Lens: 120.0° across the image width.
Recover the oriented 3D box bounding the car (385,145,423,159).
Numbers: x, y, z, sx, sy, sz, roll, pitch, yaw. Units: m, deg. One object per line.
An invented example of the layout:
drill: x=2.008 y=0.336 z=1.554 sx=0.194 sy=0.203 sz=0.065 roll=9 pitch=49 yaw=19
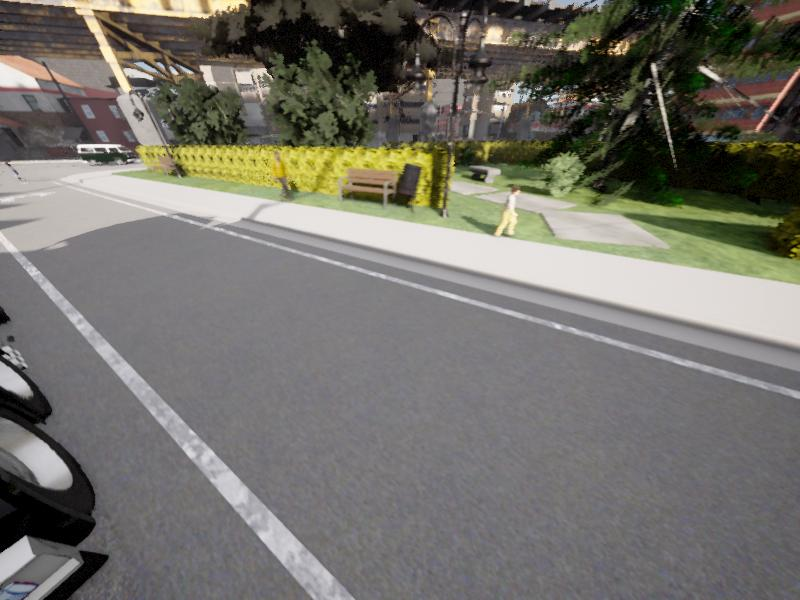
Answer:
car: x=0.582 y=-21.637 z=33.733 sx=5.027 sy=1.651 sz=2.152 roll=-9 pitch=36 yaw=-12

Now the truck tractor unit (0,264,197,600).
truck tractor unit: x=-5.118 y=-0.291 z=0.785 sx=6.516 sy=4.208 sz=3.053 roll=18 pitch=39 yaw=24

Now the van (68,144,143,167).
van: x=-33.381 y=-16.570 z=26.418 sx=4.480 sy=2.038 sz=2.069 roll=-9 pitch=36 yaw=-12

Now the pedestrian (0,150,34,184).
pedestrian: x=-25.417 y=-8.677 z=15.092 sx=0.751 sy=1.860 sz=0.751 roll=28 pitch=44 yaw=35

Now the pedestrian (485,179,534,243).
pedestrian: x=2.639 y=-2.201 z=5.719 sx=0.751 sy=1.300 sz=0.751 roll=11 pitch=36 yaw=16

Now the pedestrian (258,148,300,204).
pedestrian: x=-4.814 y=-4.993 z=9.322 sx=0.751 sy=1.860 sz=0.751 roll=15 pitch=38 yaw=21
